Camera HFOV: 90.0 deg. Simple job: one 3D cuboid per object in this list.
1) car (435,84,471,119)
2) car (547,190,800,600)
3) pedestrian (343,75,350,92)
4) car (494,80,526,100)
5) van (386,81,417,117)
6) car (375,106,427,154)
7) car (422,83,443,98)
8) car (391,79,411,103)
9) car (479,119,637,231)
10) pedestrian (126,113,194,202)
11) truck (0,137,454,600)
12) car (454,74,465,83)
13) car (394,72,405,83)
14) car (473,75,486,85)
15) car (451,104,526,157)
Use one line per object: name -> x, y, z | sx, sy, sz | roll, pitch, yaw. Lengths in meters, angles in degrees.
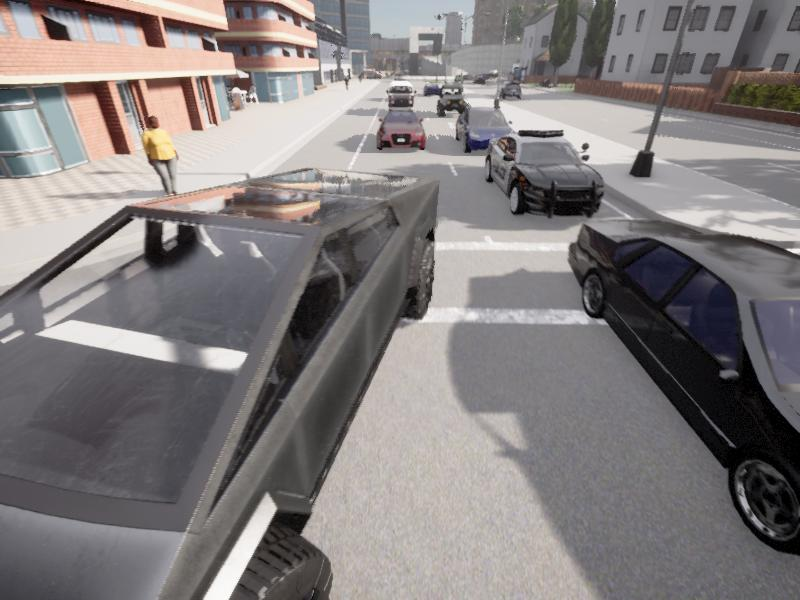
car -> 3.567, -13.642, 27.421 | 1.905, 1.878, 3.866 | 0, 30, 0
car -> 3.516, 0.289, 4.125 | 2.033, 1.411, 5.357 | 0, 30, 0
pedestrian -> -6.684, -27.190, 50.203 | 0.751, 1.860, 0.751 | -1, 30, -2
car -> 11.599, -22.425, 42.703 | 2.033, 1.649, 4.856 | 0, 30, 0
van -> 0.051, -14.583, 28.876 | 2.069, 2.038, 4.480 | 0, 30, -1
car -> 0.047, -7.436, 17.329 | 1.994, 1.385, 4.181 | 0, 30, 0
car -> 3.605, -23.579, 44.977 | 1.895, 1.301, 4.718 | 0, 30, 0
car -> 0.099, -20.799, 39.640 | 1.932, 1.855, 4.605 | 0, 31, 0
car -> 3.564, -3.488, 10.330 | 1.930, 1.638, 5.238 | 0, 30, 0
pedestrian -> -5.738, -3.428, 9.634 | 0.751, 1.860, 0.751 | 26, 39, 37
truck -> -1.197, 0.093, 3.741 | 2.390, 2.098, 6.274 | 8, 31, 12
car -> 12.260, -45.864, 82.894 | 2.007, 1.525, 4.514 | 5, 31, 8
car -> -0.139, -45.900, 82.504 | 1.932, 1.855, 4.605 | -1, 30, -2
car -> 15.300, -42.509, 77.090 | 2.038, 1.542, 4.974 | 3, 30, 5
car -> 3.546, -7.350, 17.083 | 2.163, 1.488, 4.792 | 0, 30, 0
